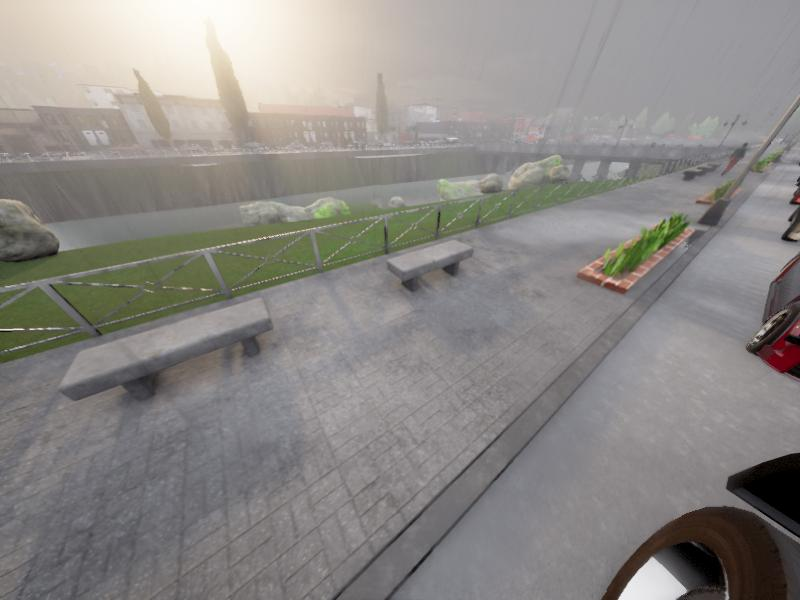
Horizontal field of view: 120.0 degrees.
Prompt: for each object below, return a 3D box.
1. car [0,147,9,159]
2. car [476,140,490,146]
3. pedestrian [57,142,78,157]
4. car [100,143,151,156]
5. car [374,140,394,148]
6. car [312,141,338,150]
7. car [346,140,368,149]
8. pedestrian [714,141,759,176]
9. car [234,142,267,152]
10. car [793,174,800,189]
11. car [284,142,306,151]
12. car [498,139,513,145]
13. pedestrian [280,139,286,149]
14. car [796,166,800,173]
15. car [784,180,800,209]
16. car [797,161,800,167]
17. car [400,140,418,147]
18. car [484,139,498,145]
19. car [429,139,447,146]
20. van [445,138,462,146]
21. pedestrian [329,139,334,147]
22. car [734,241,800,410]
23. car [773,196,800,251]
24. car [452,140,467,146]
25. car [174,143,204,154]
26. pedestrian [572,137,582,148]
[{"bbox_3d":[-58.223,-19.996,31.294,4.856,1.649,2.033,-22,41,-28],"label":"car"},{"bbox_3d":[27.381,-51.956,76.250,3.806,1.475,1.970,-22,41,-28],"label":"car"},{"bbox_3d":[-50.711,-22.982,35.236,0.751,1.860,0.751,10,36,14],"label":"pedestrian"},{"bbox_3d":[-45.570,-25.146,38.519,5.027,1.651,2.152,-22,41,-28],"label":"car"},{"bbox_3d":[-4.245,-41.969,62.129,4.974,1.542,2.038,-22,41,-28],"label":"car"},{"bbox_3d":[-17.599,-36.548,54.487,5.238,1.638,1.930,-22,41,-28],"label":"car"},{"bbox_3d":[-10.769,-39.334,58.387,4.856,1.649,2.033,-22,41,-28],"label":"car"},{"bbox_3d":[21.291,-8.959,14.641,0.751,1.860,0.751,-21,40,-26],"label":"pedestrian"},{"bbox_3d":[-30.489,-31.298,47.127,5.238,1.638,1.930,-22,41,-28],"label":"car"},{"bbox_3d":[22.742,-6.715,12.003,4.193,1.474,1.816,-22,41,-28],"label":"car"},{"bbox_3d":[-23.229,-34.185,51.315,3.806,1.475,1.970,-22,41,-28],"label":"car"},{"bbox_3d":[37.454,-56.161,81.930,5.238,1.638,1.930,-22,41,-28],"label":"car"},{"bbox_3d":[-27.744,-36.978,54.780,0.751,1.860,0.751,-18,39,-23],"label":"pedestrian"},{"bbox_3d":[30.870,-10.046,16.626,3.633,1.501,1.845,-22,41,-28],"label":"car"},{"bbox_3d":[17.213,-4.486,8.834,4.514,1.525,2.007,-22,41,-28],"label":"car"},{"bbox_3d":[37.203,-12.627,20.236,5.008,1.535,1.882,-22,41,-28],"label":"car"},{"bbox_3d":[2.665,-44.761,66.089,5.008,1.535,1.882,-22,41,-28],"label":"car"},{"bbox_3d":[32.655,-56.964,83.223,4.892,1.490,1.837,-22,41,-28],"label":"car"},{"bbox_3d":[11.739,-48.500,71.241,5.238,1.638,1.930,-22,41,-28],"label":"car"},{"bbox_3d":[16.097,-47.623,69.623,4.480,2.038,2.069,-22,41,-28],"label":"van"},{"bbox_3d":[-18.105,-41.531,61.174,0.751,1.860,0.751,-24,42,-30],"label":"pedestrian"},{"bbox_3d":[6.073,0.124,2.530,4.181,1.385,1.994,-22,41,-28],"label":"car"},{"bbox_3d":[11.711,-2.246,5.694,4.514,1.525,2.007,-22,41,-28],"label":"car"},{"bbox_3d":[19.595,-51.644,75.766,4.892,1.490,1.837,-22,41,-28],"label":"car"},{"bbox_3d":[-38.698,-27.885,42.485,3.806,1.475,1.970,-22,41,-28],"label":"car"},{"bbox_3d":[38.164,-33.994,49.814,0.751,1.860,0.751,-18,39,-23],"label":"pedestrian"}]
